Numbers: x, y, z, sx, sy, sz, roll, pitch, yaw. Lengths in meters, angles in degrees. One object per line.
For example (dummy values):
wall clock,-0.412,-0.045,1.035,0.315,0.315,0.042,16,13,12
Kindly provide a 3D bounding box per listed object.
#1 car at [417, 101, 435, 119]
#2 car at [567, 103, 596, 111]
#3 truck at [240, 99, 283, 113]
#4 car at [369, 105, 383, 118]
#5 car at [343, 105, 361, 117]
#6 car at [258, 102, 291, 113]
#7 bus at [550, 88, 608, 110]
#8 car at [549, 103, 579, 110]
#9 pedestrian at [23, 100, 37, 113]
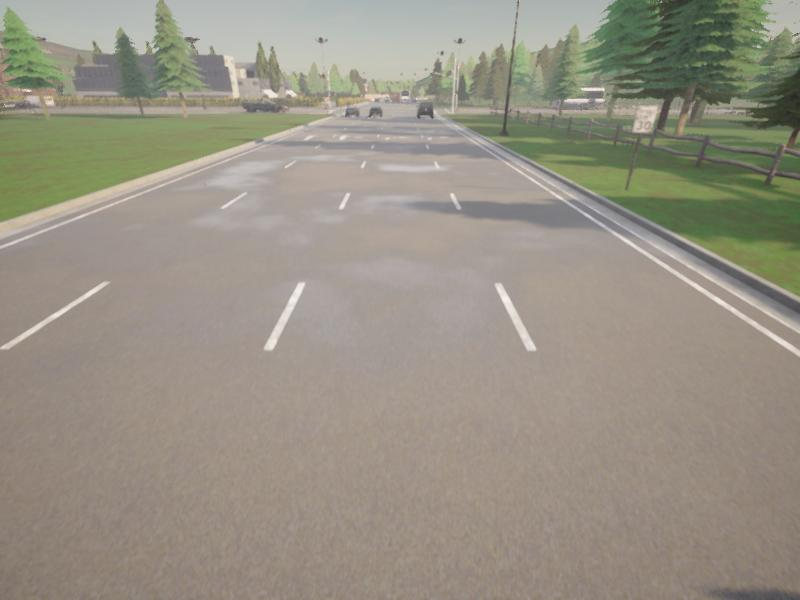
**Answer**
car,3.514,-26.539,55.849,2.150,2.045,5.566,0,27,0
car,37.357,-39.766,82.316,4.892,1.490,1.837,0,27,-1
truck,-23.433,-32.979,68.105,6.274,2.098,2.390,0,27,-1
car,-3.486,-27.703,58.660,1.837,1.490,4.892,0,27,0
car,-7.016,-28.084,59.359,2.128,1.511,4.902,0,27,-1
car,-22.288,-34.376,71.341,5.027,1.651,2.152,0,27,-1
bus,39.148,-44.149,87.821,10.273,4.253,3.944,0,27,-1
car,34.929,-41.319,85.422,5.357,1.411,2.033,0,27,-1
pedestrian,-57.973,-30.355,62.670,0.751,1.860,0.751,1,27,1
